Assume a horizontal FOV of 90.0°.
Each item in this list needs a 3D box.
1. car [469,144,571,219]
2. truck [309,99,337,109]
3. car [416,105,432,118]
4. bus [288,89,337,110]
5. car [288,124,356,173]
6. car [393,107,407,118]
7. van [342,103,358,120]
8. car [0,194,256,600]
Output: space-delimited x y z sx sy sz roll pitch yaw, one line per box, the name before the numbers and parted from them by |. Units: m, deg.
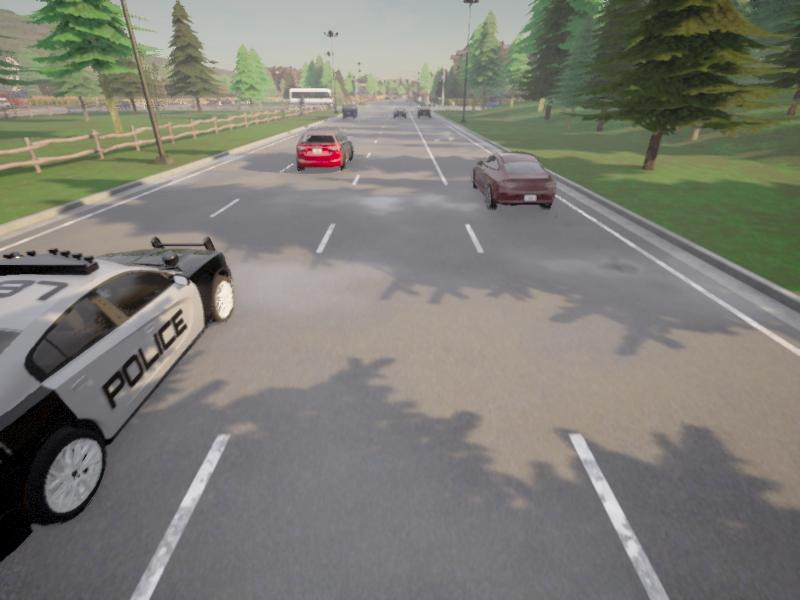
car | 3.499 -3.934 12.703 1.812 1.442 4.674 0 27 0
truck | -18.469 -47.225 96.362 6.274 2.098 2.390 0 27 0
car | 3.508 -28.040 59.467 1.930 1.638 5.238 0 27 0
bus | -20.137 -46.647 92.875 10.273 4.253 3.944 0 27 0
car | -3.500 -7.288 18.995 2.242 1.667 4.611 0 27 0
car | 0.008 -28.042 59.851 1.895 1.301 4.718 0 27 0
van | -6.993 -26.624 56.336 1.775 1.987 4.442 0 27 0
car | -3.502 0.256 4.326 1.930 1.638 5.238 0 27 0
